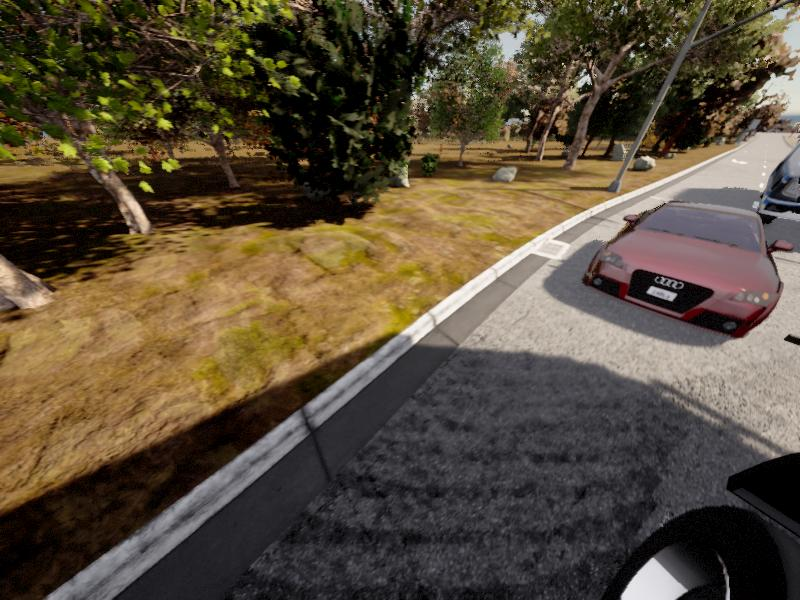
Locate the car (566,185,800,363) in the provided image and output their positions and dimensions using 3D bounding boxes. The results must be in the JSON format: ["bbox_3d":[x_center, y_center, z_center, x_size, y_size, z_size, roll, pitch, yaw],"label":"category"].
[{"bbox_3d":[5.209,-0.998,4.282,4.181,1.385,1.994,-27,44,-33],"label":"car"}]

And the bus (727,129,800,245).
[{"bbox_3d":[15.788,-4.876,7.312,10.273,4.253,3.944,-25,44,-28],"label":"bus"}]
